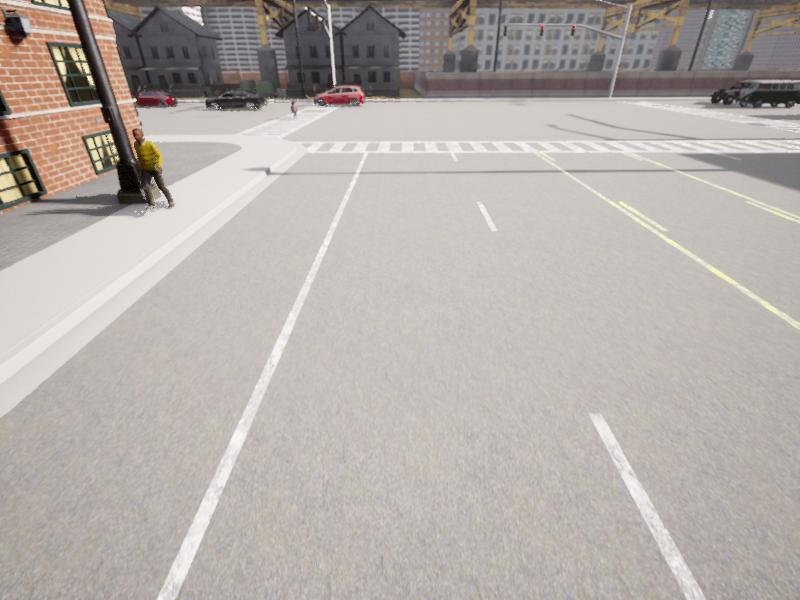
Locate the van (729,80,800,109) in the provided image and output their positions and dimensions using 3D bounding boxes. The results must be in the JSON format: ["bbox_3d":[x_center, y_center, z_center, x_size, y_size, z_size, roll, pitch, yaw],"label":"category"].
[{"bbox_3d":[29.822,-16.631,32.326,4.442,1.987,1.775,0,30,1],"label":"van"}]

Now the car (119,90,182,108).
[{"bbox_3d":[-22.486,-18.185,36.163,4.181,1.385,1.994,0,30,1],"label":"car"}]

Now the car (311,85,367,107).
[{"bbox_3d":[-5.399,-18.296,35.872,4.611,1.667,2.242,0,30,1],"label":"car"}]

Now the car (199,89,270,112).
[{"bbox_3d":[-13.532,-16.468,32.995,4.892,1.490,1.837,0,30,1],"label":"car"}]

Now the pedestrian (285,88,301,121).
[{"bbox_3d":[-6.936,-12.710,26.062,0.751,1.860,0.751,-6,31,-9],"label":"pedestrian"}]

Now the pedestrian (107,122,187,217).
[{"bbox_3d":[-5.525,-2.873,8.854,0.751,1.860,0.751,1,30,3],"label":"pedestrian"}]

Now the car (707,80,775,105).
[{"bbox_3d":[30.046,-18.353,35.375,3.866,1.878,1.905,0,30,1],"label":"car"}]
